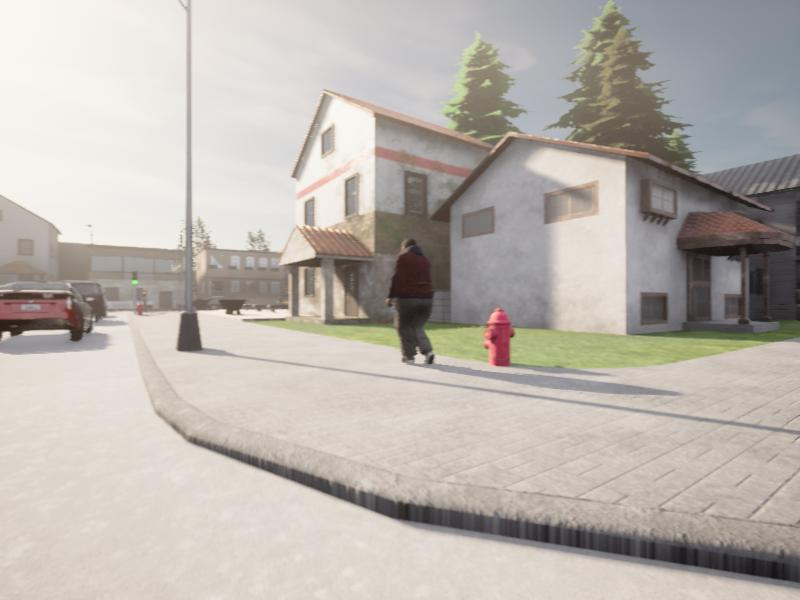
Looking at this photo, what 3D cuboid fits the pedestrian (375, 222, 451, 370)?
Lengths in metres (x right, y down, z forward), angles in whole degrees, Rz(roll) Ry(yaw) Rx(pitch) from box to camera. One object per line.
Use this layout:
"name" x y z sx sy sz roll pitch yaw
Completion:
"pedestrian" 0.167 -0.050 5.534 0.751 1.860 0.751 0 0 -36

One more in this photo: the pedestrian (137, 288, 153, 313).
"pedestrian" -19.232 0.014 30.139 0.751 1.860 0.751 0 0 29

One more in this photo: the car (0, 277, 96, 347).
"car" -9.632 0.268 10.870 2.007 1.525 4.514 0 0 -35

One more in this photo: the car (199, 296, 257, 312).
"car" -16.781 0.364 39.133 4.792 1.488 2.163 0 0 -36

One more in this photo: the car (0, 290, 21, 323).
"car" -21.073 0.309 20.224 2.128 1.511 4.902 0 0 -36

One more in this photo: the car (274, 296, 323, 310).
"car" -12.004 0.327 47.404 5.366 1.575 1.801 0 0 -36

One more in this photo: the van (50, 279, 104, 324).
"van" -15.880 0.065 19.876 1.775 1.987 4.442 0 0 -35
